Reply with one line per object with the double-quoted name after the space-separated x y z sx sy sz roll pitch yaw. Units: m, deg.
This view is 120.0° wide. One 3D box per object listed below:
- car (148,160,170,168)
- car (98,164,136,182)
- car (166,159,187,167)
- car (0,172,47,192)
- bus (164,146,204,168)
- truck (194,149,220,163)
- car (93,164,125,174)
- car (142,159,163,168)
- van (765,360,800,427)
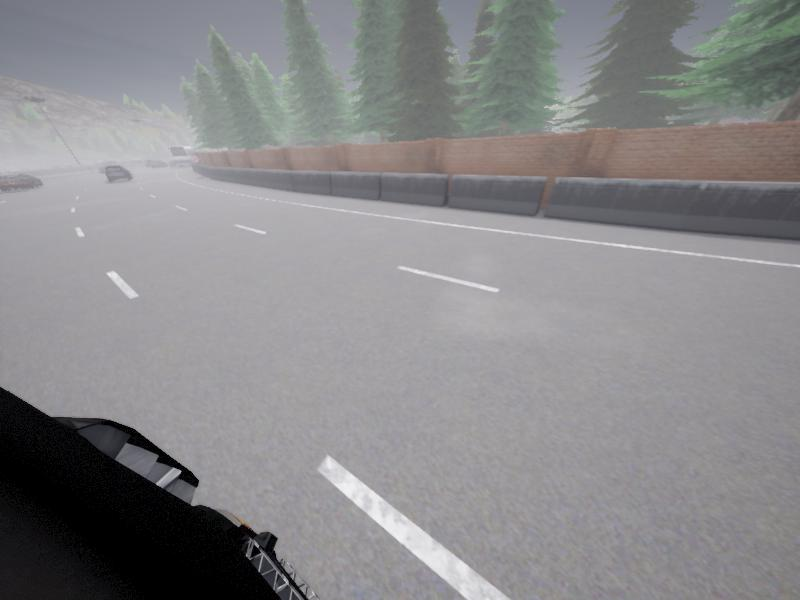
-60.700 -34.358 58.265 2.033 1.649 4.856 -15 36 -18 "car"
-34.227 -15.514 28.107 2.033 1.649 4.856 -27 41 -32 "car"
-57.808 -35.549 59.882 2.152 1.651 5.027 -15 35 -18 "car"
-37.733 -11.756 22.889 1.994 1.385 4.181 -29 42 -34 "car"
-53.368 -35.793 57.593 3.944 4.253 10.273 -16 36 -20 "bus"
-65.826 -49.336 79.220 2.891 3.827 8.468 -9 34 -10 "truck"
-56.908 -25.798 45.305 2.033 1.411 5.357 -19 37 -23 "car"
-66.528 -36.884 62.224 1.932 1.855 4.605 -14 35 -16 "car"
5.136 1.113 0.102 4.480 2.038 2.069 16 39 25 "van"
